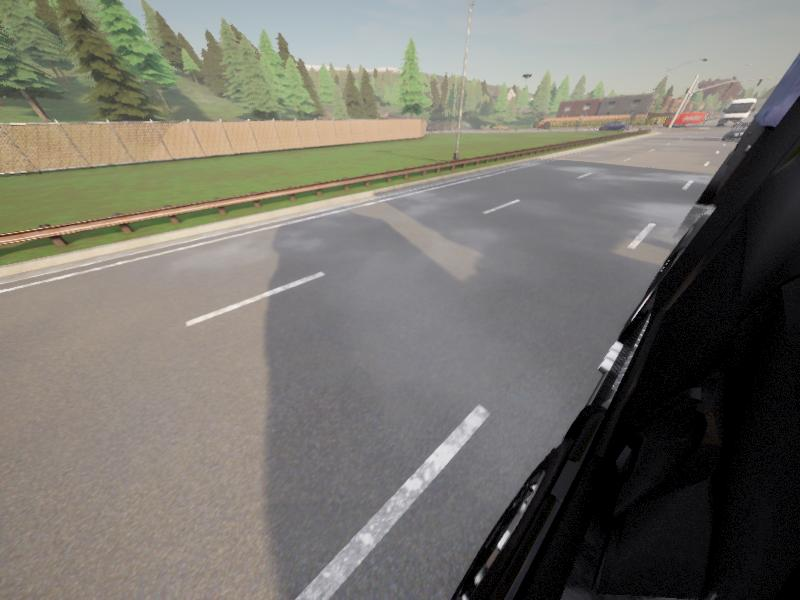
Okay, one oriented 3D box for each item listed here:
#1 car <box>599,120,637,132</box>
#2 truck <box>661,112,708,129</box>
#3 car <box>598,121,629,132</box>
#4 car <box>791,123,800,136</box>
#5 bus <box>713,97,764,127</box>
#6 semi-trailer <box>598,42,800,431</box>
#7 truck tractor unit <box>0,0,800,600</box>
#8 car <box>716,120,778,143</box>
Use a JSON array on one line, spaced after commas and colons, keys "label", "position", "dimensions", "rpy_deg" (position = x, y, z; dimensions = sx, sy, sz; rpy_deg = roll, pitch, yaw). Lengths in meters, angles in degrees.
[{"label": "car", "position": [41.798, -33.414, 44.384], "dimensions": [2.097, 1.767, 4.553], "rpy_deg": [-26, 43, -28]}, {"label": "truck", "position": [57.903, -36.596, 47.177], "dimensions": [2.627, 2.467, 5.204], "rpy_deg": [-27, 43, -29]}, {"label": "car", "position": [43.555, -35.492, 47.214], "dimensions": [1.851, 1.617, 3.988], "rpy_deg": [-27, 44, -30]}, {"label": "car", "position": [44.068, -18.405, 24.519], "dimensions": [3.806, 1.475, 1.970], "rpy_deg": [-28, 44, -30]}, {"label": "bus", "position": [68.822, -38.064, 47.062], "dimensions": [10.273, 4.253, 3.944], "rpy_deg": [-28, 44, -30]}, {"label": "semi-trailer", "position": [8.701, -3.588, 4.247], "dimensions": [14.254, 4.402, 2.717], "rpy_deg": [-28, 44, -30]}, {"label": "truck tractor unit", "position": [2.645, -0.295, 0.351], "dimensions": [6.516, 4.208, 3.053], "rpy_deg": [-28, 44, -30]}, {"label": "car", "position": [32.568, -15.837, 21.697], "dimensions": [4.902, 1.511, 2.128], "rpy_deg": [-21, 41, -24]}]
